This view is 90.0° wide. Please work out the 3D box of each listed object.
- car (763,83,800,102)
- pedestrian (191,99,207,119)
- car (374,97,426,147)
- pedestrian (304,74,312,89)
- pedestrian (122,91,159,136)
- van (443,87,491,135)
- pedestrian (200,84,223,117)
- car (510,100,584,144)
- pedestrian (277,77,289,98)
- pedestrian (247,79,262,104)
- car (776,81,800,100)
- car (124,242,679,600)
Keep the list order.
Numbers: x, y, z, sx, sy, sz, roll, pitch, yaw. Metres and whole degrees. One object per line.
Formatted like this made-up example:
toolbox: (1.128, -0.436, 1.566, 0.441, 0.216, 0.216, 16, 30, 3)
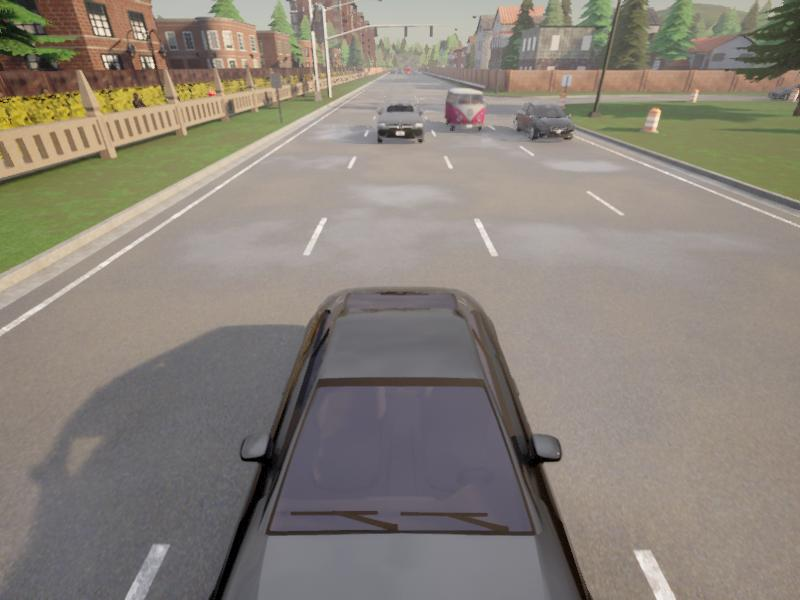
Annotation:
car: (40.411, -21.108, 40.694, 4.514, 1.525, 2.007, 6, 31, 10)
pedestrian: (-12.710, -12.097, 25.272, 0.500, 1.100, 0.500, 4, 30, 6)
car: (0.013, -8.673, 19.239, 2.152, 1.651, 5.027, 0, 30, 0)
pedestrian: (-13.077, -31.008, 56.877, 0.751, 1.860, 0.751, 0, 30, 0)
pedestrian: (-12.139, -8.736, 18.769, 0.751, 1.860, 0.751, 0, 30, 0)
van: (3.513, -10.411, 21.854, 1.775, 1.987, 4.442, 0, 30, 0)
pedestrian: (-12.129, -12.850, 25.808, 0.751, 1.860, 0.751, 0, 30, 0)
car: (7.012, -8.857, 19.685, 1.837, 1.490, 4.892, 0, 30, 0)
pedestrian: (-12.124, -22.046, 41.542, 0.751, 1.860, 0.751, 0, 30, 0)
pedestrian: (-12.780, -18.293, 35.122, 0.751, 1.860, 0.751, 0, 30, 1)
car: (44.109, -22.478, 42.959, 4.611, 1.667, 2.242, 9, 31, 15)
car: (0.006, 1.017, 2.925, 1.994, 1.385, 4.181, 0, 30, 0)
